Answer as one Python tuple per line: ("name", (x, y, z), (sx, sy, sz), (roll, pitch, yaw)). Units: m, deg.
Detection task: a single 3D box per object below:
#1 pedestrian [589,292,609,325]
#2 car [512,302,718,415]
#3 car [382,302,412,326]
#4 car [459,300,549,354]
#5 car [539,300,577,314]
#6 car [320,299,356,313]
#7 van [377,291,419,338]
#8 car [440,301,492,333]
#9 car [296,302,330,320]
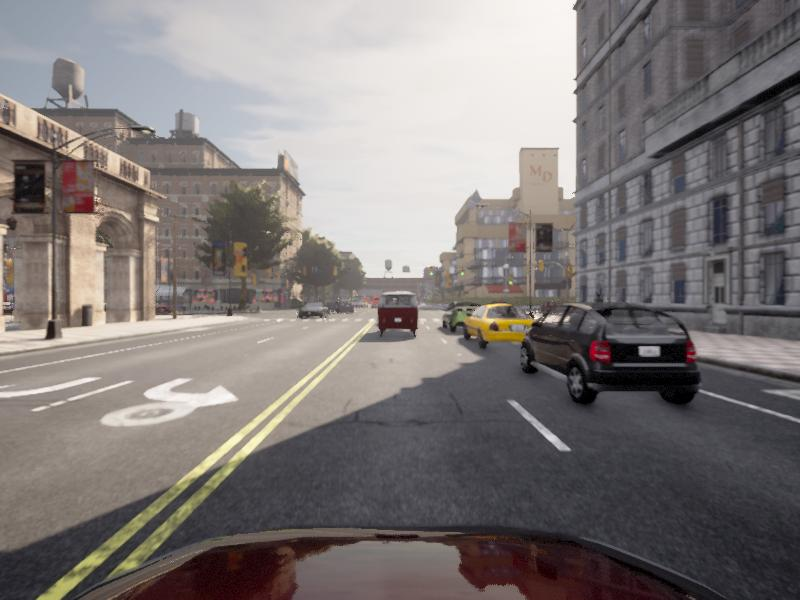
("pedestrian", (11.354, 0.477, 22.821), (0.751, 1.860, 0.751), (0, 0, -7))
("car", (3.489, 0.812, 7.375), (1.789, 1.549, 3.705), (0, 0, 0))
("car", (-0.271, 0.845, 26.456), (1.816, 1.474, 4.193), (0, 0, -3))
("car", (3.456, 0.796, 14.411), (1.801, 1.575, 5.366), (0, 0, -1))
("car", (18.022, 0.810, 45.664), (3.633, 1.501, 1.845), (0, 0, 0))
("car", (-7.679, 0.739, 49.197), (2.242, 1.667, 4.611), (1, 0, -42))
("van", (-0.107, 0.593, 19.138), (1.775, 1.987, 4.442), (0, 0, -1))
("car", (3.366, 0.821, 21.287), (2.007, 1.525, 4.514), (0, 0, -1))
("car", (-7.295, 0.896, 34.046), (1.994, 1.385, 4.181), (0, 0, 0))
